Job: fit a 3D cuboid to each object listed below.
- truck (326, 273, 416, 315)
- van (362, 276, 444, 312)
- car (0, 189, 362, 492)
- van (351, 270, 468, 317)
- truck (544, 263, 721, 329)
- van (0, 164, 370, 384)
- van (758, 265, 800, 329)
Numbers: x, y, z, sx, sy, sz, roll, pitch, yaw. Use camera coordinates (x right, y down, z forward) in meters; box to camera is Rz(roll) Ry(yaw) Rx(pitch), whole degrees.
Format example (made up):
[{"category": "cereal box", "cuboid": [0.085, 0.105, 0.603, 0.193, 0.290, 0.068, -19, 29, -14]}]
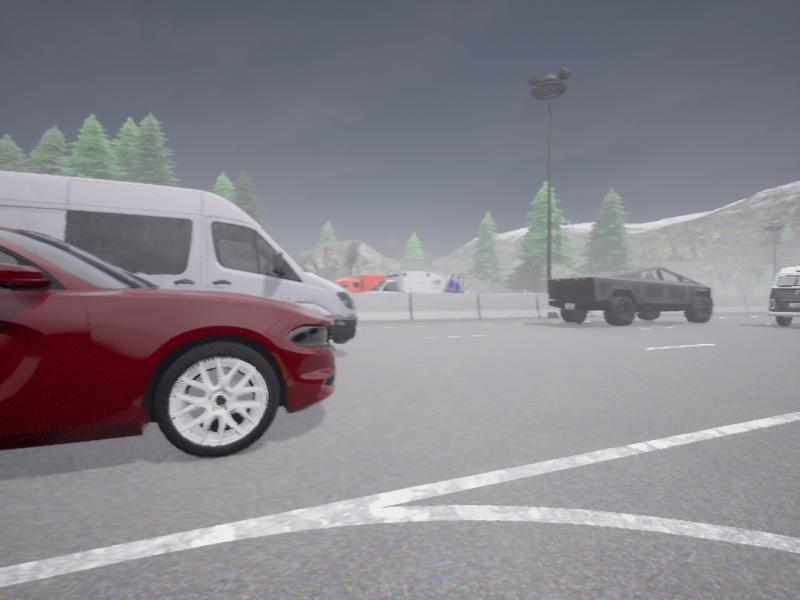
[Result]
[{"category": "truck", "cuboid": [-1.917, -0.378, 25.764, 5.204, 2.467, 2.627, 0, 0, -22]}, {"category": "van", "cuboid": [0.272, -0.440, 30.439, 5.915, 2.561, 1.988, 0, 0, -22]}, {"category": "car", "cuboid": [-2.937, 0.202, 2.664, 5.008, 1.535, 1.882, 0, 0, -22]}, {"category": "van", "cuboid": [0.561, -0.346, 22.996, 6.366, 2.431, 2.351, 0, 0, -22]}, {"category": "truck", "cuboid": [8.727, -0.139, 14.988, 6.274, 2.098, 2.390, 0, 0, -22]}, {"category": "van", "cuboid": [-3.596, -0.316, 6.170, 5.915, 2.561, 1.988, 0, 0, -22]}, {"category": "van", "cuboid": [14.815, -0.102, 13.696, 4.480, 2.038, 2.069, 0, 0, -22]}]
